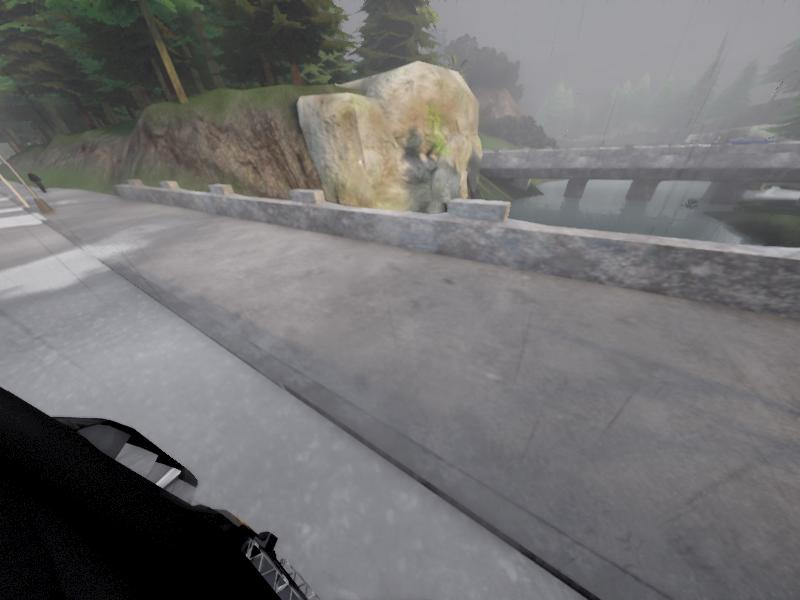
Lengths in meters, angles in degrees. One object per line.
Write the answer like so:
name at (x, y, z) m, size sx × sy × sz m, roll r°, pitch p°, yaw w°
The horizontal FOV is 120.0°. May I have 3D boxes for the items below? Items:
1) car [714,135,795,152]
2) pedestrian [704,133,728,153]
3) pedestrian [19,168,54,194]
car at (43.505, -19.344, 28.593) m, size 5.008 × 1.535 × 1.882 m, roll 17°, pitch 38°, yaw 27°
pedestrian at (36.761, -18.228, 26.882) m, size 0.751 × 1.860 × 0.751 m, roll 18°, pitch 39°, yaw 28°
pedestrian at (-30.616, -10.007, 19.468) m, size 0.751 × 1.860 × 0.751 m, roll 18°, pitch 39°, yaw 28°
